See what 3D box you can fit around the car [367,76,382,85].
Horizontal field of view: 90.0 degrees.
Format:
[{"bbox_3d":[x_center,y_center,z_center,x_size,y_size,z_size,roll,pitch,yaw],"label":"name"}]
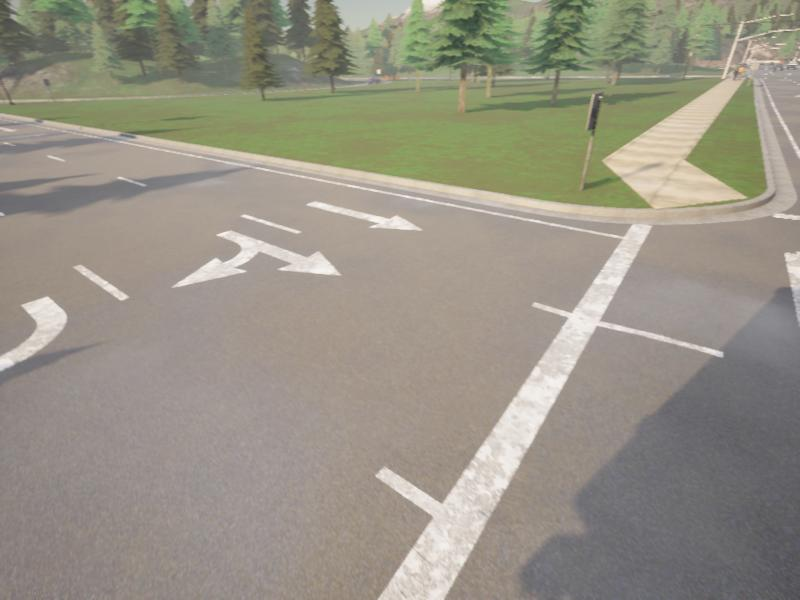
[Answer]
[{"bbox_3d":[-5.460,-46.897,85.435,2.152,1.651,5.027,3,31,8],"label":"car"}]
